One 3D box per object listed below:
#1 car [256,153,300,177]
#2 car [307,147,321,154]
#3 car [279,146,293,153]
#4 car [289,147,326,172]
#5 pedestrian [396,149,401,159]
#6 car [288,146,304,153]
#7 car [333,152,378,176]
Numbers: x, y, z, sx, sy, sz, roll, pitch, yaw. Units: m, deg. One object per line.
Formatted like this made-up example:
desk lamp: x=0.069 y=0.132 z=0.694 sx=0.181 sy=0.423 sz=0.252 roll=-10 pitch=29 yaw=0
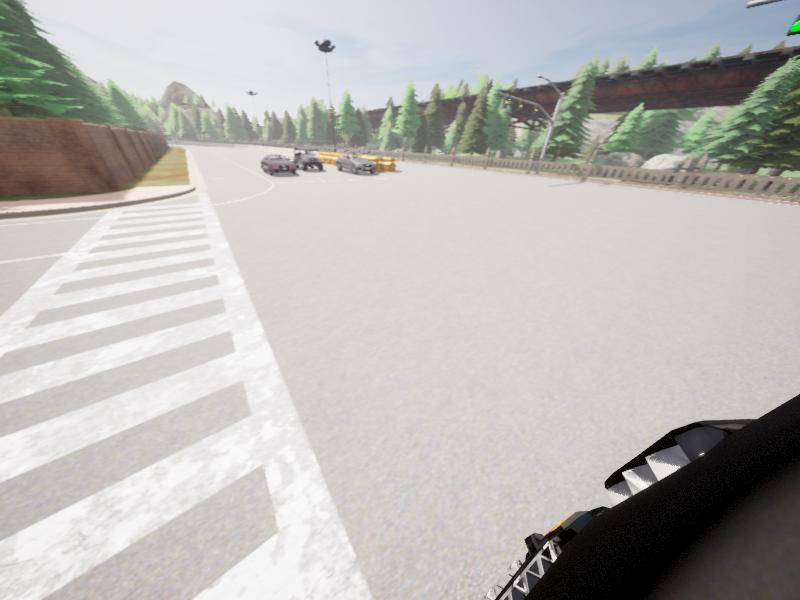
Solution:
car: x=-10.074 y=-11.176 z=19.009 sx=1.994 sy=1.385 sz=4.181 roll=-21 pitch=40 yaw=-32
car: x=-23.108 y=-40.053 z=61.854 sx=1.837 sy=1.490 sz=4.892 roll=-22 pitch=41 yaw=-32
car: x=-28.724 y=-37.942 z=58.242 sx=1.970 sy=1.475 sz=3.806 roll=-21 pitch=40 yaw=-32
car: x=-9.126 y=-13.854 z=22.677 sx=1.905 sy=1.878 sz=3.866 roll=-21 pitch=40 yaw=-32
pedestrian: x=-0.264 y=-31.733 z=50.230 sx=0.751 sy=1.860 sz=0.751 roll=-20 pitch=40 yaw=-30
car: x=-27.998 y=-40.522 z=62.173 sx=2.038 sy=1.542 sz=4.974 roll=-22 pitch=41 yaw=-33
car: x=-4.390 y=-13.337 z=22.486 sx=2.152 sy=1.651 sz=5.027 roll=-21 pitch=40 yaw=-32
